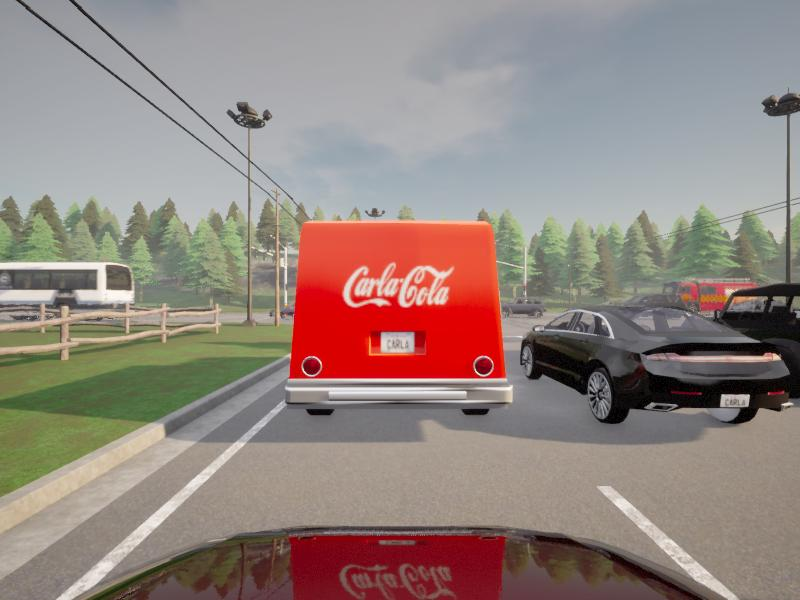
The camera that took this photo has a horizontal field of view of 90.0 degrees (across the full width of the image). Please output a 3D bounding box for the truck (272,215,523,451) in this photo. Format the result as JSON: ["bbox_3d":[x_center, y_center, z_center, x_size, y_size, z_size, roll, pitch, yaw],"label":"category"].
[{"bbox_3d":[-0.037,0.354,6.792,2.627,2.467,5.204,0,0,0],"label":"truck"}]

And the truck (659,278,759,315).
[{"bbox_3d":[32.799,-0.322,42.744,8.468,3.827,2.891,0,0,0],"label":"truck"}]

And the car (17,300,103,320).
[{"bbox_3d":[-27.357,0.801,32.312,5.366,1.575,1.801,0,0,0],"label":"car"}]

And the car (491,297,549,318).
[{"bbox_3d":[10.636,0.652,35.765,4.605,1.855,1.932,0,0,0],"label":"car"}]

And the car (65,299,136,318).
[{"bbox_3d":[-26.742,0.777,35.813,4.856,1.649,2.033,0,0,0],"label":"car"}]

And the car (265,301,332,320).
[{"bbox_3d":[-8.105,0.851,32.290,4.792,1.488,2.163,0,0,0],"label":"car"}]

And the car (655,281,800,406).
[{"bbox_3d":[6.960,0.646,7.491,1.905,1.878,3.866,0,0,0],"label":"car"}]

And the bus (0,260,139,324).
[{"bbox_3d":[-25.155,-0.534,28.688,10.273,4.253,3.944,0,0,0],"label":"bus"}]

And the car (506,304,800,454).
[{"bbox_3d":[3.464,0.836,6.582,2.128,1.511,4.902,0,0,0],"label":"car"}]

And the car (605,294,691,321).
[{"bbox_3d":[19.910,0.570,32.254,5.566,2.045,2.150,0,0,0],"label":"car"}]

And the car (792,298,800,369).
[{"bbox_3d":[10.472,0.781,7.069,2.152,1.651,5.027,0,0,0],"label":"car"}]

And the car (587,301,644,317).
[{"bbox_3d":[21.084,0.829,39.253,4.514,1.525,2.007,0,0,0],"label":"car"}]
